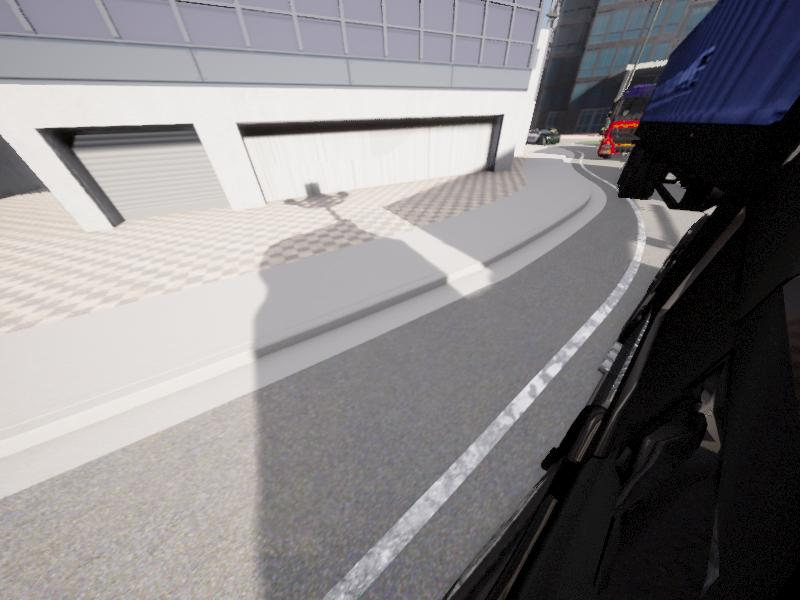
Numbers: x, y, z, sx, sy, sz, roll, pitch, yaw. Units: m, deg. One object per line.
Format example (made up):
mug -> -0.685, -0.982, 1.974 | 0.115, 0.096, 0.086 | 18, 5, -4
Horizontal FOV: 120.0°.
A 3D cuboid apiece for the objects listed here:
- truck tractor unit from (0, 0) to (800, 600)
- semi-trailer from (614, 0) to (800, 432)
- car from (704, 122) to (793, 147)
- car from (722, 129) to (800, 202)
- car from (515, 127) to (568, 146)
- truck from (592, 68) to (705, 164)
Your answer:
truck tractor unit -> 2.645, -0.295, 0.351 | 6.516, 4.208, 3.053 | -28, 44, -30
semi-trailer -> 7.602, -4.180, 5.070 | 2.717, 4.402, 14.254 | 22, 43, 29
car -> 27.338, -13.074, 18.246 | 4.181, 1.385, 1.994 | -10, 37, -10
car -> 13.001, -4.030, 6.888 | 1.801, 1.575, 5.366 | 14, 40, 22
car -> 15.879, -18.590, 26.258 | 2.038, 1.542, 4.974 | -12, 38, -12
truck -> 16.151, -11.627, 14.988 | 8.468, 3.827, 2.891 | -32, 46, -33
